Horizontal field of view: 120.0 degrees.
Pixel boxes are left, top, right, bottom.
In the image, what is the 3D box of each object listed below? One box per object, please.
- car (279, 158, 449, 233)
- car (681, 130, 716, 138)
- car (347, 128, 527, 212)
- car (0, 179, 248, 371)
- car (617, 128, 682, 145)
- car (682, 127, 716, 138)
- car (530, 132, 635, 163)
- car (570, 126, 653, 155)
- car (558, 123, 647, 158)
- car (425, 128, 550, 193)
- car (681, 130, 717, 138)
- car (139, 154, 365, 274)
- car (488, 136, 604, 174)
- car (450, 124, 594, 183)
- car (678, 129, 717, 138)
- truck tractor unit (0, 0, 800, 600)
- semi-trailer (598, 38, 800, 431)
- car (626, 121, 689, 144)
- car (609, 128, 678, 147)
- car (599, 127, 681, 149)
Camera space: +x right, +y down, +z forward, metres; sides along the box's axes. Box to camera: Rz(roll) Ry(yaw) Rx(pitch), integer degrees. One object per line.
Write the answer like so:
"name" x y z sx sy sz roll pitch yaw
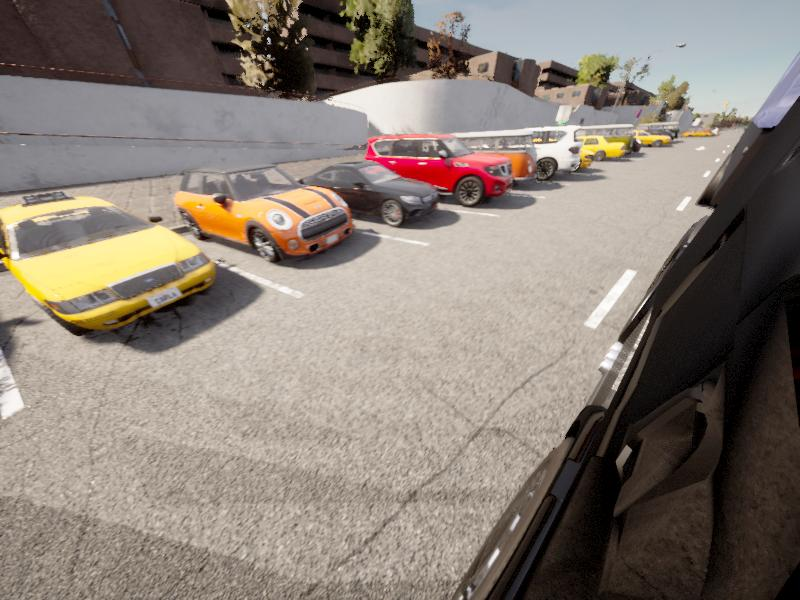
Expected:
"car" -1.126 -3.439 7.155 4.674 1.452 2.002 17 40 25
"car" 75.413 -42.018 58.497 4.792 1.488 2.163 17 39 25
"car" 1.171 -4.870 8.465 5.566 2.045 2.435 17 40 25
"car" -5.517 -1.010 4.083 5.366 1.575 1.946 17 40 25
"car" 28.522 -18.857 26.689 4.674 1.452 2.002 17 40 25
"car" 73.252 -41.065 56.745 4.442 1.987 1.878 17 39 25
"car" 12.389 -10.665 16.199 5.366 1.575 1.946 17 40 25
"car" 17.084 -13.092 19.080 4.553 1.767 2.185 17 40 25
"car" 14.928 -11.954 17.454 4.442 1.987 1.878 17 40 25
"car" 3.524 -6.022 9.935 4.442 1.987 1.878 17 40 25
"car" 77.564 -43.215 60.094 5.366 1.575 1.946 17 39 25
"car" -3.435 -2.373 5.584 4.553 1.767 2.185 17 40 25
"car" 7.989 -8.251 13.118 5.008 1.535 2.097 17 40 25
"car" 5.676 -7.271 11.474 5.566 2.045 2.435 17 40 25
"car" 71.030 -39.736 55.294 5.366 1.575 1.946 17 39 25
"truck tractor unit" 2.645 -0.295 0.351 6.516 4.208 3.053 -28 44 -30
"semi-trailer" 8.700 -3.578 4.266 14.254 4.402 2.717 -28 43 -30
"car" 30.896 -20.229 27.998 4.442 1.987 1.878 17 40 25
"car" 26.240 -17.679 25.190 4.674 1.452 2.002 17 40 25
"car" 24.120 -16.483 23.578 5.366 1.575 1.946 17 40 25
